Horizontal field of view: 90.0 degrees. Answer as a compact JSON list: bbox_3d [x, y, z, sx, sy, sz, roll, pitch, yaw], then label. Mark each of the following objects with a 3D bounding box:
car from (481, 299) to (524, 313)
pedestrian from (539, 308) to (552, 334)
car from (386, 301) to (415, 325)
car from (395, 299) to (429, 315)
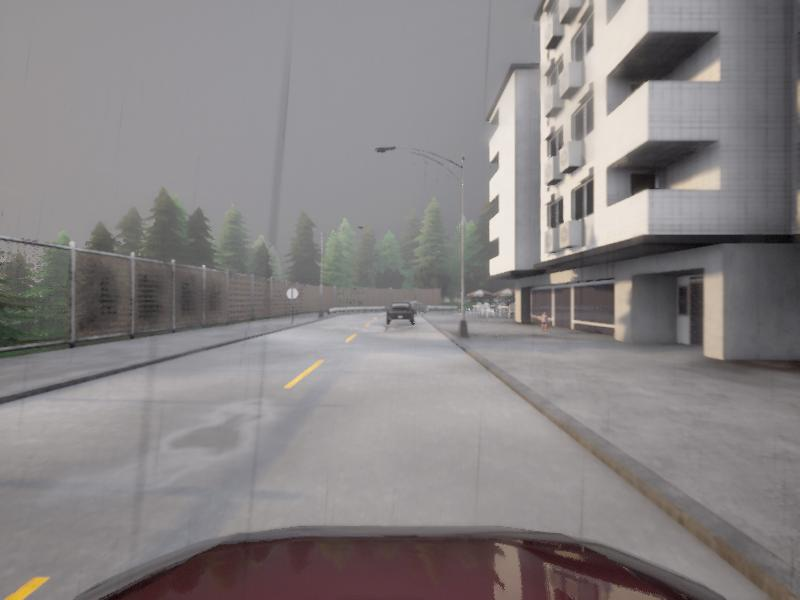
[{"bbox_3d":[13.270,0.765,51.993,5.027,1.651,2.152,0,0,0],"label":"car"},{"bbox_3d":[6.466,0.932,17.805,0.500,1.100,0.500,0,0,27],"label":"pedestrian"},{"bbox_3d":[0.017,0.836,27.918,1.837,1.490,4.892,0,0,0],"label":"car"},{"bbox_3d":[1.363,0.769,43.992,2.152,1.651,5.027,-1,0,22],"label":"car"}]
